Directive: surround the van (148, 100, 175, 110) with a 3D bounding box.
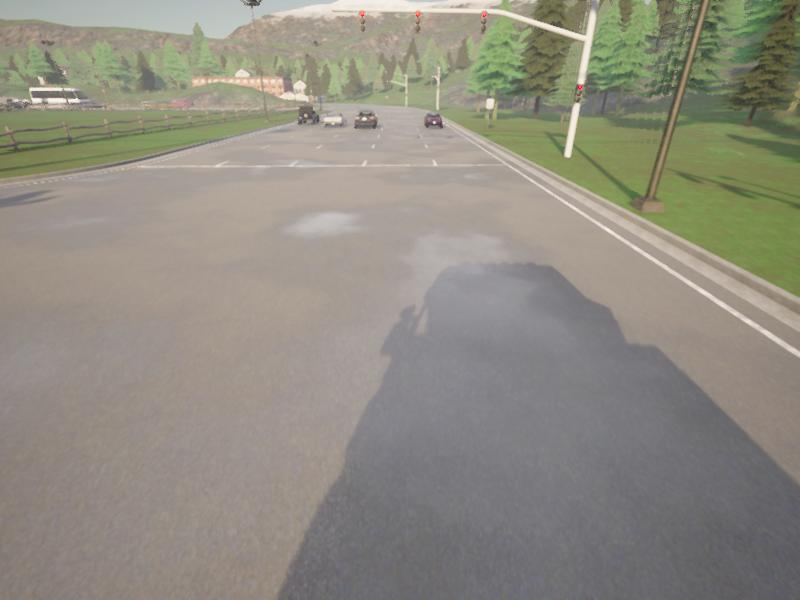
[{"bbox_3d":[-52.421,-43.002,88.155,4.442,1.987,1.775,0,27,-1],"label":"van"}]

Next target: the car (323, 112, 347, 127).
[{"bbox_3d":[-7.012,-19.745,43.697,1.895,1.301,4.718,0,27,0],"label":"car"}]

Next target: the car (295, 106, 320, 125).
[{"bbox_3d":[-10.511,-21.234,45.939,1.905,1.878,3.866,0,27,0],"label":"car"}]

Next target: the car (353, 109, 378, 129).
[{"bbox_3d":[-3.511,-18.961,41.768,2.242,1.667,4.611,0,27,0],"label":"car"}]

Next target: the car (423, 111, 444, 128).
[{"bbox_3d":[3.486,-19.126,42.324,1.816,1.474,4.193,0,27,0],"label":"car"}]
